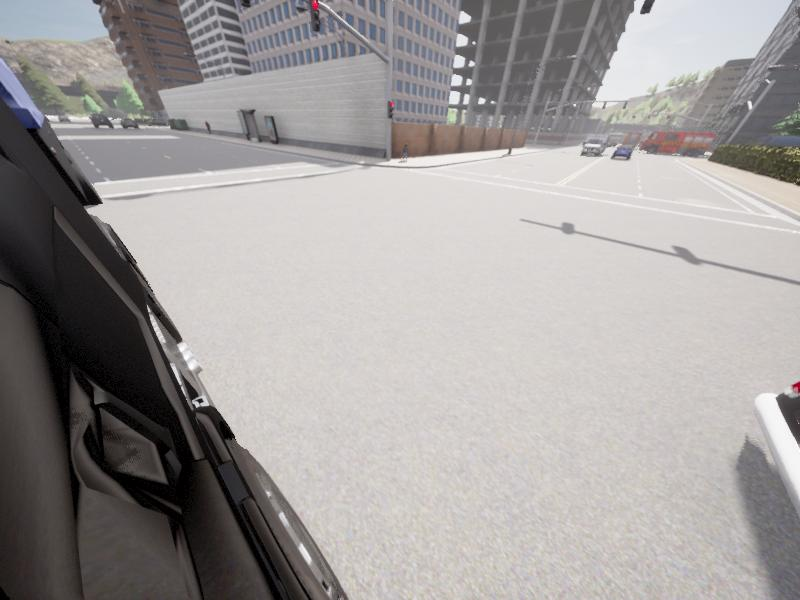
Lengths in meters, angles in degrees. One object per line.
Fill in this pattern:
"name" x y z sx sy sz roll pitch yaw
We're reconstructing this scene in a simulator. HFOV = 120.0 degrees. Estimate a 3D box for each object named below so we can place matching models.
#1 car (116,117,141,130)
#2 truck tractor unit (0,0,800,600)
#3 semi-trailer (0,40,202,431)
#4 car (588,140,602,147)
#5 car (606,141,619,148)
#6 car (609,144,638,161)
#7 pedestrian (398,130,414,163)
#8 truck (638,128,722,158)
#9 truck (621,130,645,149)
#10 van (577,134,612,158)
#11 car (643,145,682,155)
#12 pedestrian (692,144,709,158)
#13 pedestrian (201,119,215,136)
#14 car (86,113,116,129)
"car" -51.500 -33.484 43.807 4.856 1.649 2.033 28 44 30
"truck tractor unit" -2.645 -0.295 0.351 6.516 4.208 3.053 28 44 30
"semi-trailer" -8.701 -3.609 4.217 14.254 4.402 2.717 28 44 30
"car" 50.571 -40.521 59.838 2.033 1.411 5.357 28 44 30
"car" 55.702 -40.738 60.532 1.895 1.301 4.718 28 44 30
"car" 28.500 -18.853 29.397 2.007 1.525 4.514 29 44 31
"pedestrian" 0.402 -10.855 16.384 0.751 1.860 0.751 23 41 25
"truck" 48.587 -27.839 40.733 8.468 3.827 2.891 27 43 29
"truck" 60.345 -41.635 59.909 2.891 3.827 8.468 28 44 30
"van" 26.990 -21.414 31.975 2.351 2.431 6.366 29 44 30
"car" 50.025 -28.756 44.158 4.718 1.301 1.895 27 43 29
"pedestrian" 48.381 -24.036 37.241 0.751 1.860 0.751 -19 42 -27
"pedestrian" -27.304 -24.577 32.922 0.751 1.860 0.751 31 45 32
"car" -53.798 -32.137 41.527 5.566 2.045 2.150 28 44 30
